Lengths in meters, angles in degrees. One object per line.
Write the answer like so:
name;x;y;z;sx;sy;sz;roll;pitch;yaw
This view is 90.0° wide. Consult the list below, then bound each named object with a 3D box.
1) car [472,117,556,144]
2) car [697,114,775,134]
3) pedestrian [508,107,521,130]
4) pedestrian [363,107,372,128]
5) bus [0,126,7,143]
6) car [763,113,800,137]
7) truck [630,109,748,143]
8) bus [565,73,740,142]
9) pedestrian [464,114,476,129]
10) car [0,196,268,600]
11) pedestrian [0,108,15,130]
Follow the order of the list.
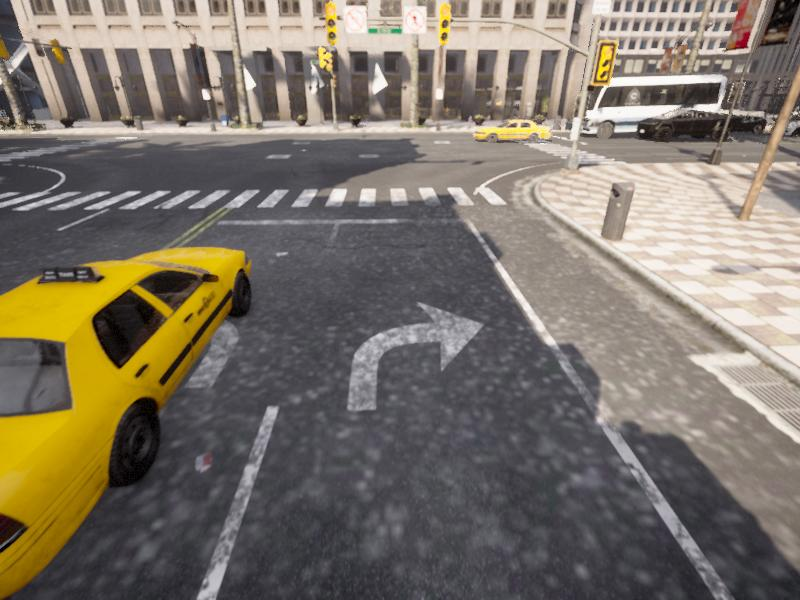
car;8.001;-12.100;28.511;5.366;1.575;1.801;-1;27;-2
car;29.437;-15.477;35.165;4.792;1.488;2.163;-1;27;-2
pedestrian;10.399;-16.461;36.326;0.751;1.860;0.751;19;33;33
pedestrian;-3.147;-17.657;38.695;0.751;1.860;0.751;-2;27;-3
bus;-33.692;-12.291;26.064;10.273;4.253;3.944;-3;27;-7
car;32.888;-14.173;32.401;4.611;1.667;2.242;-1;27;-2
truck;20.580;-12.547;28.787;6.274;2.098;2.390;-1;27;-2
bus;19.091;-15.001;31.192;10.273;4.253;3.944;-2;27;0
pedestrian;6.537;-16.698;37.413;0.751;1.300;0.751;-14;30;-25
car;-3.185;0.254;4.429;1.801;1.575;5.366;-1;27;-2
pedestrian;-36.370;-16.646;36.805;0.751;1.860;0.751;23;35;38
